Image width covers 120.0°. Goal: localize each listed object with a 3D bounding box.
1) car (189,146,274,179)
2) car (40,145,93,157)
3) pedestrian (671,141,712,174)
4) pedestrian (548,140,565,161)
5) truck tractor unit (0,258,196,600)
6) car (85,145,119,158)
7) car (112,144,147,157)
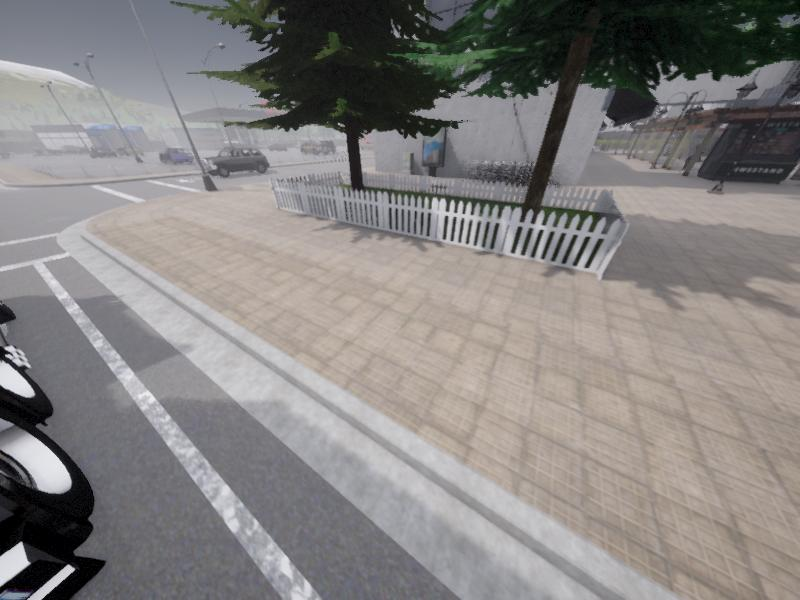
[{"bbox_3d":[-12.602,-10.663,17.716,1.932,1.855,4.605,19,39,26],"label":"car"},{"bbox_3d":[-60.676,-27.318,42.164,1.930,1.638,5.238,20,40,26],"label":"car"},{"bbox_3d":[19.818,-9.719,15.760,0.751,1.860,0.751,-10,36,-14],"label":"pedestrian"},{"bbox_3d":[17.331,-16.541,25.582,0.751,1.860,0.751,-26,42,-32],"label":"pedestrian"},{"bbox_3d":[-5.107,-0.302,0.806,6.516,4.208,3.053,18,39,25],"label":"truck tractor unit"},{"bbox_3d":[-46.047,-22.999,35.718,4.514,1.523,2.007,19,39,26],"label":"car"},{"bbox_3d":[-44.431,-24.548,37.915,5.027,1.636,2.152,19,39,26],"label":"car"}]
